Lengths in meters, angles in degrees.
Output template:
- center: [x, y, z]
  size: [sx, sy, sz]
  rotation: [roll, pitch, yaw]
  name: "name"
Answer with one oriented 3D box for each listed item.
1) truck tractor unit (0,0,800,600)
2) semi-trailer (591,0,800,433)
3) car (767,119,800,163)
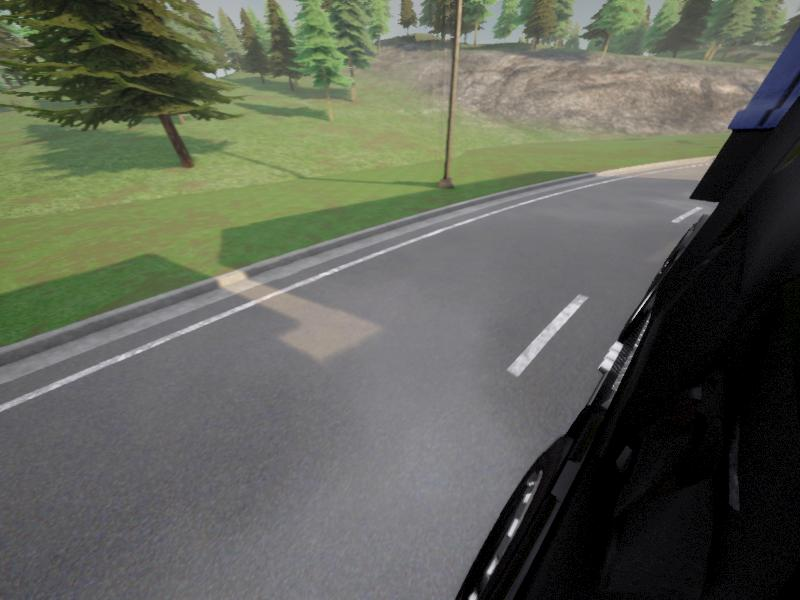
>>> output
- center: [2.645, -0.295, 0.352]
  size: [6.516, 4.208, 3.053]
  rotation: [-28, 44, -30]
  name: "truck tractor unit"
- center: [9.198, -3.190, 3.690]
  size: [14.254, 4.402, 2.717]
  rotation: [-22, 40, -24]
  name: "semi-trailer"
- center: [22.539, -8.188, 11.778]
  size: [4.605, 1.855, 1.932]
  rotation: [-10, 36, -11]
  name: "car"
